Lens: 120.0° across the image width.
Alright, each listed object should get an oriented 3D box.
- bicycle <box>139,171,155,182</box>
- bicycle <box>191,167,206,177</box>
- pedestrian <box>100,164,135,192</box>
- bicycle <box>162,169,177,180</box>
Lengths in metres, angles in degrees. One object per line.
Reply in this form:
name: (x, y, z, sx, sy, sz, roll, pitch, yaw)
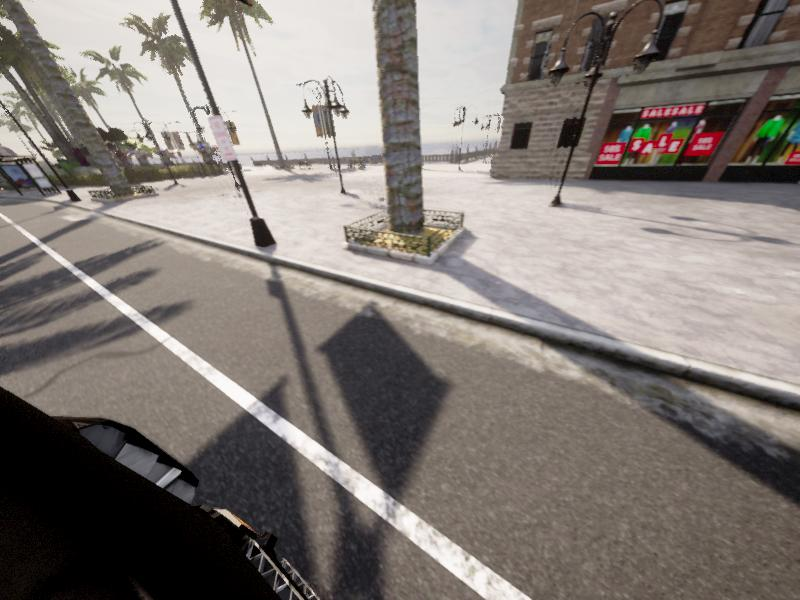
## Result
bicycle: (-27.577, -13.439, 25.193, 1.643, 1.024, 0.373, 15, 38, 25)
bicycle: (-25.113, -15.955, 28.784, 1.643, 1.024, 0.373, 15, 38, 25)
pedestrian: (-21.933, -9.487, 17.976, 0.751, 1.860, 0.751, 11, 36, 20)
bicycle: (-26.591, -14.446, 26.629, 1.643, 1.024, 0.373, 15, 38, 25)
